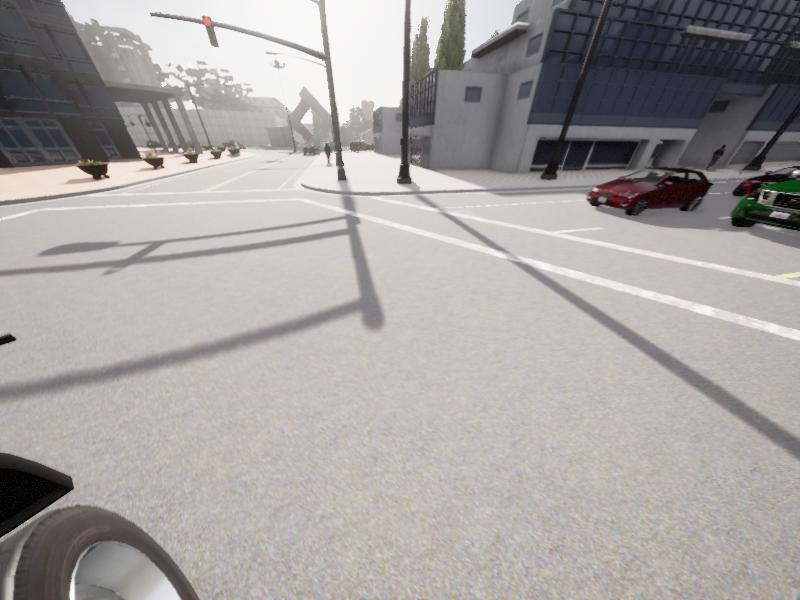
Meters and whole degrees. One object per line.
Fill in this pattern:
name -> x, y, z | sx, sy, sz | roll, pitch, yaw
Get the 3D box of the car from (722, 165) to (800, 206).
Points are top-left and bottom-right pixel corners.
car -> 18.496, -5.443, 10.823 | 4.181, 1.385, 1.994 | -7, 35, -11

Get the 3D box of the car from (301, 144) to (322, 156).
car -> -14.626, -25.061, 38.452 | 1.837, 1.490, 4.892 | -1, 35, -2

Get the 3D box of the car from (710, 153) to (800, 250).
car -> 13.044, -2.902, 6.517 | 5.566, 2.045, 2.150 | -7, 35, -9

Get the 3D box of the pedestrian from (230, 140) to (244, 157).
pedestrian -> -21.317, -19.920, 30.311 | 0.751, 1.860, 0.751 | -7, 36, -11

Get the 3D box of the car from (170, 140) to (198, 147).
car -> -60.084, -43.629, 64.471 | 5.027, 1.651, 2.152 | -11, 37, -16

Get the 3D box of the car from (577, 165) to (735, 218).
car -> 9.740, -4.317, 9.020 | 4.193, 1.474, 1.816 | -7, 36, -11

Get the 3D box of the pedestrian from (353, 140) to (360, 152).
pedestrian -> -8.227, -28.995, 43.605 | 0.751, 1.860, 0.751 | -27, 44, -34

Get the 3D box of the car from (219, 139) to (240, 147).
car -> -50.469, -46.438, 68.292 | 4.553, 1.767, 2.097 | -21, 40, -28

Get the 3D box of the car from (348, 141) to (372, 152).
car -> -8.570, -33.382, 50.195 | 4.605, 1.855, 1.932 | -26, 44, -32

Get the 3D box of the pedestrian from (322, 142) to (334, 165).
pedestrian -> -6.896, -14.021, 22.088 | 0.751, 1.860, 0.751 | -6, 35, -10

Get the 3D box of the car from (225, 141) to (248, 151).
car -> -37.290, -35.161, 52.704 | 5.027, 1.651, 2.152 | 24, 41, 30

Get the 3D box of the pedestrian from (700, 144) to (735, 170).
pedestrian -> 27.005, -12.205, 19.688 | 0.751, 1.860, 0.751 | -4, 35, -7
